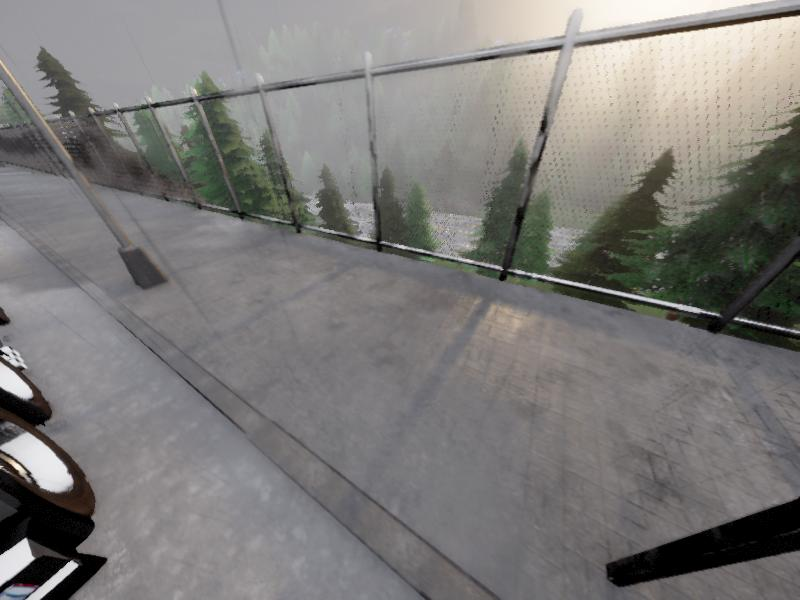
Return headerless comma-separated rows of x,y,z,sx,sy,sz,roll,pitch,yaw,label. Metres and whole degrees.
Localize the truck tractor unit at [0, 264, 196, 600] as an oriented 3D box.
-5.111,-0.300,0.786,6.516,4.208,3.053,18,39,24,truck tractor unit
